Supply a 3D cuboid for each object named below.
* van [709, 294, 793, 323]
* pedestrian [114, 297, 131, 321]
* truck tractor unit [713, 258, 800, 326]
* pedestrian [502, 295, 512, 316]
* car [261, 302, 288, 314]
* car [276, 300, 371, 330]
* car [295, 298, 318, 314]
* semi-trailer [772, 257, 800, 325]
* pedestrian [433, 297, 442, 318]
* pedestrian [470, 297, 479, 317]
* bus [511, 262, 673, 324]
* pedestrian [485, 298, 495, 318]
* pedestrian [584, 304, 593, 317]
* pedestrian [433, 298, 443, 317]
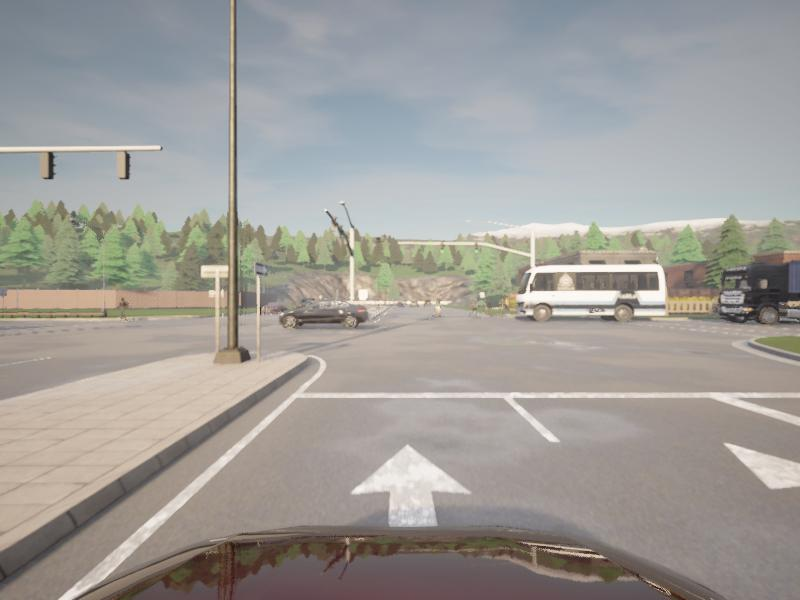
[{"bbox_3d":[26.262,0.613,30.048,4.480,2.038,2.069,0,0,-1],"label":"van"},{"bbox_3d":[-21.298,0.681,30.745,0.751,1.860,0.751,0,0,3],"label":"pedestrian"},{"bbox_3d":[25.192,-0.484,26.545,6.516,4.208,3.053,0,0,-1],"label":"truck tractor unit"},{"bbox_3d":[9.873,0.515,36.994,0.751,1.860,0.751,0,0,4],"label":"pedestrian"},{"bbox_3d":[-14.992,0.939,48.170,1.812,1.442,4.674,0,0,0],"label":"car"},{"bbox_3d":[-4.230,0.813,22.738,5.027,1.651,2.152,0,0,-1],"label":"car"},{"bbox_3d":[-11.491,0.717,49.255,1.905,1.878,3.866,0,0,0],"label":"car"},{"bbox_3d":[33.103,-0.580,26.621,14.254,4.402,2.717,0,0,-1],"label":"semi-trailer"},{"bbox_3d":[3.339,0.687,35.743,0.751,1.860,0.751,0,0,0],"label":"pedestrian"},{"bbox_3d":[6.965,0.691,37.457,0.751,1.860,0.751,0,0,6],"label":"pedestrian"},{"bbox_3d":[14.034,-0.491,30.297,10.273,4.253,3.944,0,0,6],"label":"bus"},{"bbox_3d":[8.560,0.735,38.137,0.751,1.860,0.751,0,0,-3],"label":"pedestrian"},{"bbox_3d":[16.451,0.915,34.947,0.500,1.100,0.500,0,0,-39],"label":"pedestrian"},{"bbox_3d":[3.607,0.704,37.906,0.751,1.860,0.751,0,0,-6],"label":"pedestrian"}]
